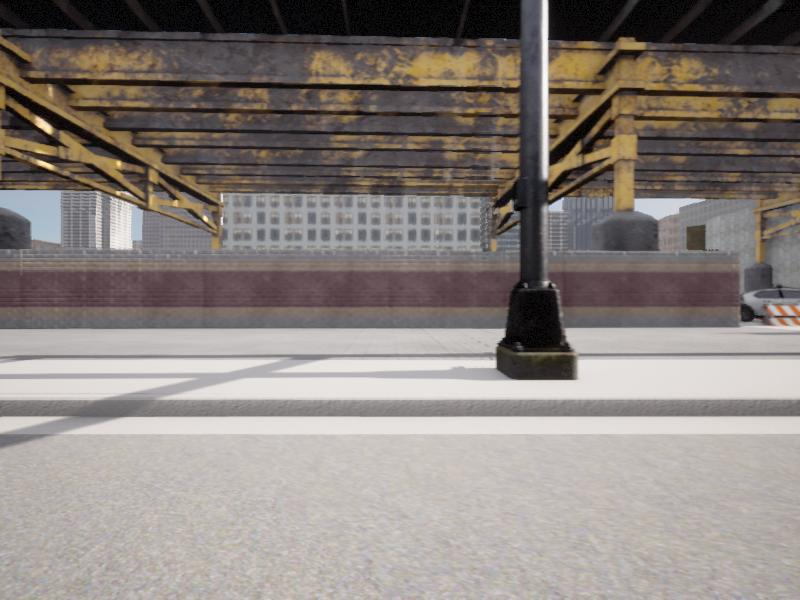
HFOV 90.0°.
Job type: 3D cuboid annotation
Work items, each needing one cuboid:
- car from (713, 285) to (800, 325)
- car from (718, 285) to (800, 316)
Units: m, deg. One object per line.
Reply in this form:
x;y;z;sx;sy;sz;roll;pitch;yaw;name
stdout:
16.086;0.188;16.371;4.974;1.542;2.038;0;0;44;car
16.048;0.030;16.406;4.536;1.218;1.853;0;0;44;car
